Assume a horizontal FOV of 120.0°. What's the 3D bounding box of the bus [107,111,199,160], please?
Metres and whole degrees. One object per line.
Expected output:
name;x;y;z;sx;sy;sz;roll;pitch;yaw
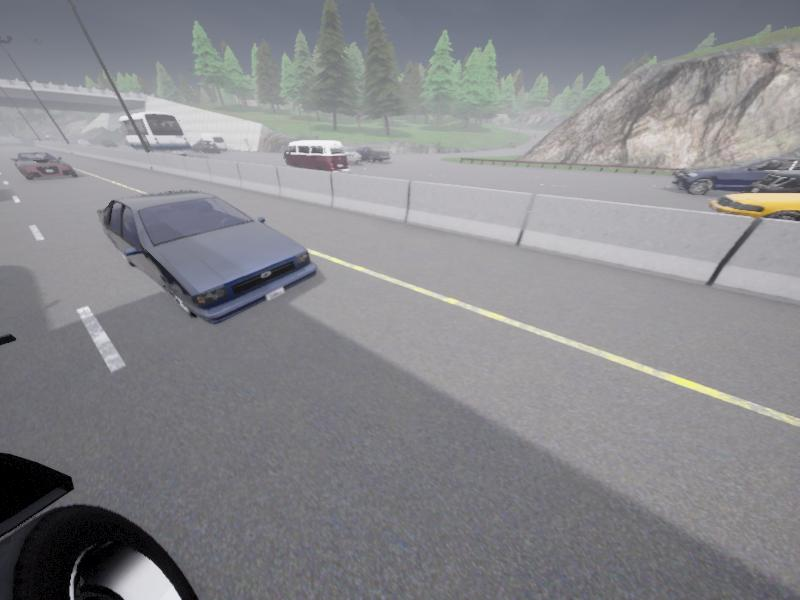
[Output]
bus;-29.793;-19.716;27.893;10.273;4.253;3.944;21;40;27

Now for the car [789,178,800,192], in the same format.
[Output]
car;22.247;-5.608;10.727;3.633;1.501;1.845;21;40;27

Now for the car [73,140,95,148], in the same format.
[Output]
car;-68.054;-33.624;49.695;4.674;1.442;1.812;21;40;27

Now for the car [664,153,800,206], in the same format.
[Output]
car;16.210;-5.577;10.549;5.027;1.651;2.152;21;40;27

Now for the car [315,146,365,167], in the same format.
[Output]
car;-5.860;-14.140;22.641;4.674;1.442;1.812;22;40;27

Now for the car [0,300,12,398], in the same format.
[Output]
car;-6.737;0.015;2.413;4.856;1.649;2.033;21;40;27

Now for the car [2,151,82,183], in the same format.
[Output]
car;-22.327;-8.405;14.430;4.181;1.385;1.994;21;40;27

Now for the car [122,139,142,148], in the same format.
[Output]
car;-61.640;-35.988;53.078;4.193;1.474;1.816;21;40;27

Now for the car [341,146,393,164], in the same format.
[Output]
car;-3.547;-15.650;24.844;5.357;1.411;2.033;21;40;27

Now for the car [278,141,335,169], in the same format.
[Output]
car;-8.267;-12.834;20.392;4.605;1.855;1.932;21;40;27

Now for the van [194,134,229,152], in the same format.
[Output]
van;-33.146;-27.704;40.671;5.915;2.561;1.988;22;40;27

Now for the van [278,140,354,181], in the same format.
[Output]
van;-5.541;-9.402;15.412;4.480;2.038;2.069;21;40;27

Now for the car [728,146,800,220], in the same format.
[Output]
car;15.702;-3.521;7.261;5.566;2.045;2.150;21;40;27

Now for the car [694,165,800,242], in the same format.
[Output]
car;12.144;-2.290;5.890;5.366;1.575;1.801;21;40;27

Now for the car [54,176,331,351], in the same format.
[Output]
car;-4.084;-1.273;4.464;5.357;1.411;2.033;21;40;27

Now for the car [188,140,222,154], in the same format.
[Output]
car;-30.310;-23.804;35.923;4.611;1.667;2.242;22;40;27

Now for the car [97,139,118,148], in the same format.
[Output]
car;-65.316;-34.995;51.637;4.193;1.474;1.816;21;40;27
